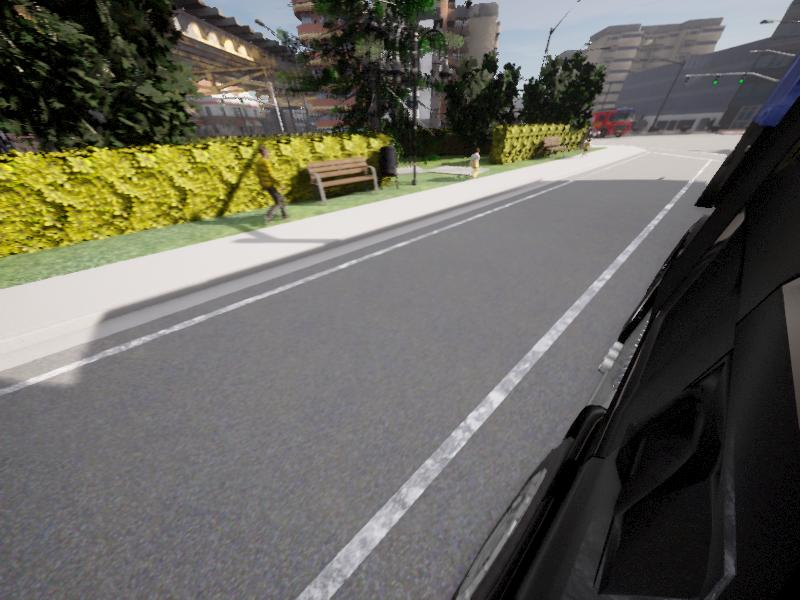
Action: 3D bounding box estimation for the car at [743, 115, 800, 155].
[{"bbox_3d":[26.853,-11.381,15.799,5.566,2.045,2.150,-20,40,-22],"label":"car"}]

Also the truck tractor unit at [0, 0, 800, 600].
[{"bbox_3d":[2.645,-0.295,0.351,6.516,4.208,3.053,-28,44,-30],"label":"truck tractor unit"}]

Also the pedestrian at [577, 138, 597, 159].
[{"bbox_3d":[12.333,-10.033,15.277,0.500,1.100,0.500,-21,41,-24],"label":"pedestrian"}]

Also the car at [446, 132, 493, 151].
[{"bbox_3d":[7.775,-18.095,26.354,4.792,1.488,2.163,2,37,6],"label":"car"}]

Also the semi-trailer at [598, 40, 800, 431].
[{"bbox_3d":[8.704,-3.570,4.266,14.254,4.402,2.717,-28,44,-30],"label":"semi-trailer"}]

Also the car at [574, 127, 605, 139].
[{"bbox_3d":[29.766,-26.388,36.506,1.970,1.475,3.806,2,36,5],"label":"car"}]

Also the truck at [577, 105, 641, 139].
[{"bbox_3d":[33.439,-28.807,37.648,2.891,3.827,8.468,2,36,5],"label":"truck"}]

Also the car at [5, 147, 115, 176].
[{"bbox_3d":[-29.535,-12.323,20.463,2.152,1.651,5.027,2,37,5],"label":"car"}]

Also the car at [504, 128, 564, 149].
[{"bbox_3d":[14.669,-17.920,25.629,5.027,1.651,2.152,2,37,6],"label":"car"}]

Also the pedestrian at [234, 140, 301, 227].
[{"bbox_3d":[-3.378,-3.015,6.032,0.751,1.860,0.751,-31,45,-33],"label":"pedestrian"}]

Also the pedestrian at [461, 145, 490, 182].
[{"bbox_3d":[3.316,-6.082,10.274,0.751,1.300,0.751,-29,44,-31],"label":"pedestrian"}]
